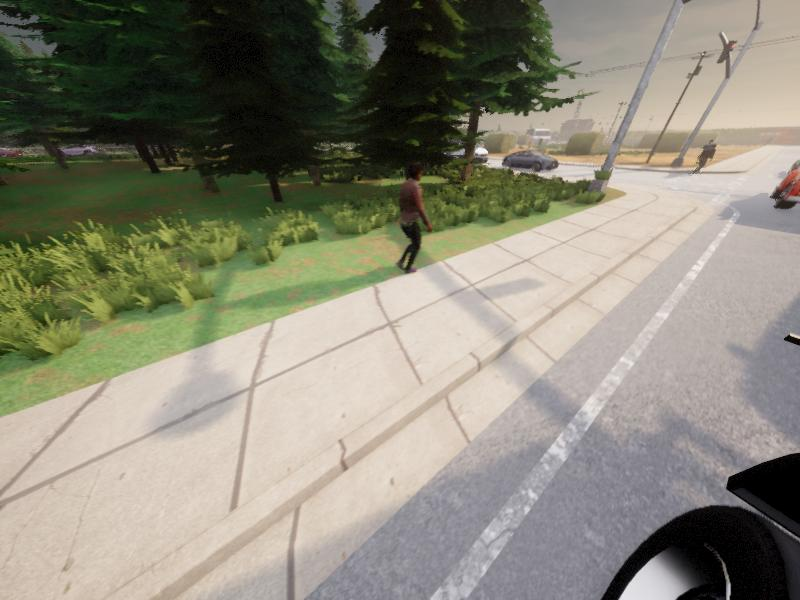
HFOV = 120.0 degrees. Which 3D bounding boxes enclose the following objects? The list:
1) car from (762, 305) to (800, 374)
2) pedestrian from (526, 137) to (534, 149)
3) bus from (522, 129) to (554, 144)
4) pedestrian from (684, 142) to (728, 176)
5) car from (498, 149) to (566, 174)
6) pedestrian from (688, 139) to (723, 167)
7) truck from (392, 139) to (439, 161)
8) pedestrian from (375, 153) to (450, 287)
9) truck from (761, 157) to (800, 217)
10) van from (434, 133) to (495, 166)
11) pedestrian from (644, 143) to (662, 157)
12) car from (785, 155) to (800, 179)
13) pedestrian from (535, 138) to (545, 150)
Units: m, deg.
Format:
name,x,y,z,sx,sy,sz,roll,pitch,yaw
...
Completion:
name,x,y,z,sx,sy,sz,roll,pitch,yaw
car,7.133,-0.053,2.607,4.902,1.511,2.128,-18,39,-23
pedestrian,26.525,-32.022,47.116,0.751,1.860,0.751,9,36,13
bus,47.614,-56.430,79.734,10.273,4.253,3.944,-20,40,-25
pedestrian,20.393,-9.404,15.426,0.751,1.860,0.751,-6,36,-9
car,10.477,-11.305,18.691,1.994,1.385,4.181,-22,41,-27
pedestrian,23.812,-11.493,18.065,0.751,1.860,0.751,22,41,28
truck,1.783,-18.871,28.857,2.390,2.098,6.274,-22,40,-27
pedestrian,0.165,-1.281,3.800,0.751,1.860,0.751,-22,41,-28
truck,15.804,-4.436,7.938,5.204,2.467,2.627,-22,41,-29
van,6.230,-15.319,23.404,1.988,2.561,5.915,-22,40,-27
pedestrian,30.263,-17.967,27.662,0.751,1.300,0.751,-8,36,-10
car,26.828,-8.599,14.663,4.181,1.385,1.994,-24,42,-30
pedestrian,25.828,-28.812,42.575,0.751,1.860,0.751,2,35,4
